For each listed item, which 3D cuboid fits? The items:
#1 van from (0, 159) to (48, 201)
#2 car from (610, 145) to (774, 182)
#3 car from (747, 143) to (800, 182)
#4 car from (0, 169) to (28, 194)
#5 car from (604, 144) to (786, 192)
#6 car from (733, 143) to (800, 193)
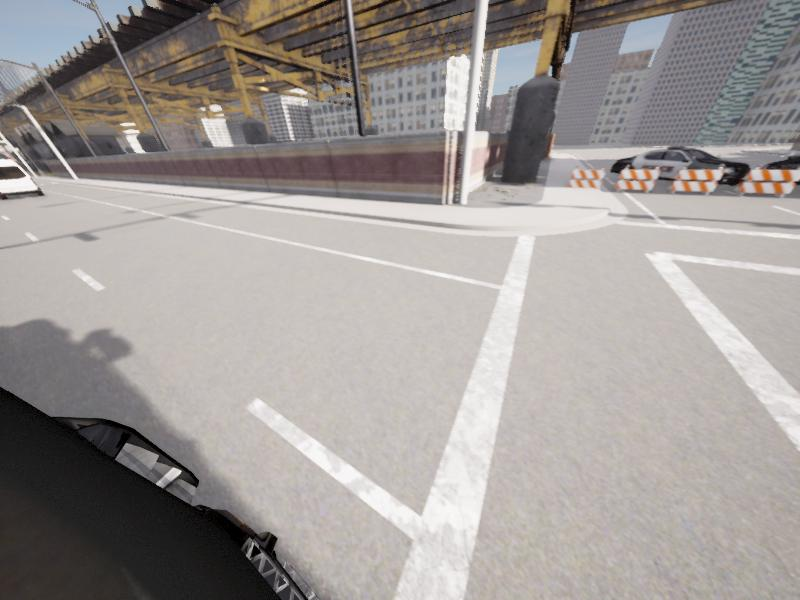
[{"bbox_3d":[-30.972,-9.517,18.172,5.915,2.561,1.988,16,38,26],"label":"van"},{"bbox_3d":[13.548,-6.756,11.264,1.853,1.218,4.536,-11,35,-12],"label":"car"},{"bbox_3d":[17.608,-5.597,9.228,4.536,1.218,1.853,-6,34,-4],"label":"car"},{"bbox_3d":[-37.881,-11.231,21.832,3.866,1.878,1.905,16,38,26],"label":"car"},{"bbox_3d":[13.570,-6.599,11.310,2.038,1.542,4.974,-11,35,-12],"label":"car"},{"bbox_3d":[17.563,-5.461,9.311,4.974,1.542,2.038,-6,34,-4],"label":"car"}]
